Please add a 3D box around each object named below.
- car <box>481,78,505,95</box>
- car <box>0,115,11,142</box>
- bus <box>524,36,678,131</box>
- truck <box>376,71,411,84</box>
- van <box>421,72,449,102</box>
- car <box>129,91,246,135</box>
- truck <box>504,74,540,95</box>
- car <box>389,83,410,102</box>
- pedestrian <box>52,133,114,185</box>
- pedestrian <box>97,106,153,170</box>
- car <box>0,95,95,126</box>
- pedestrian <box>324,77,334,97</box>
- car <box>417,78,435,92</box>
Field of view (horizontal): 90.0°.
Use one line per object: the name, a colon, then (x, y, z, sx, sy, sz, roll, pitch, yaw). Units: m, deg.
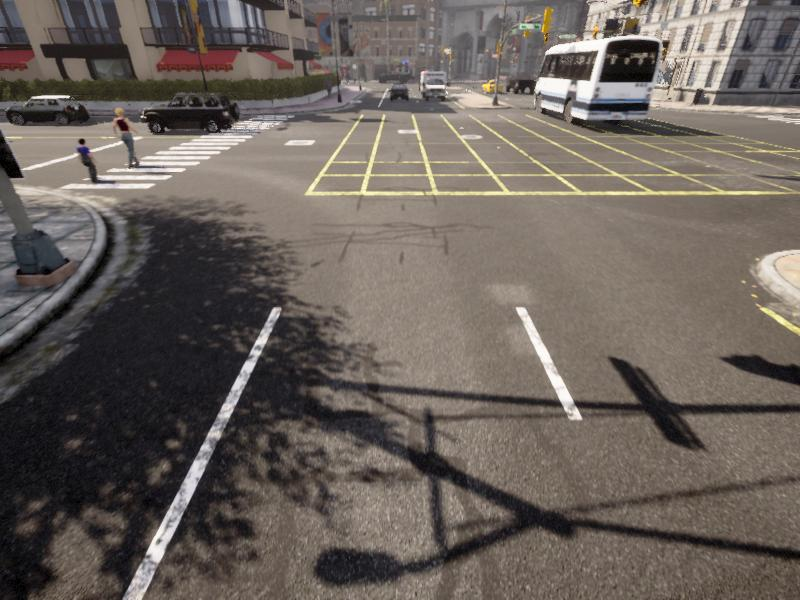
car: (11.434, -26.486, 49.580, 1.801, 1.575, 5.366, 0, 30, 0)
car: (-20.627, -7.595, 17.655, 4.718, 1.301, 1.895, 0, 30, 0)
bus: (11.342, -13.446, 24.701, 3.944, 4.253, 10.273, 0, 30, 0)
truck: (-1.212, -42.426, 76.250, 6.274, 2.098, 2.390, 8, 31, 13)
van: (3.442, -21.812, 40.775, 2.351, 2.431, 6.366, 0, 30, 0)
car: (-10.749, -9.652, 20.583, 4.605, 1.855, 1.932, 0, 30, 0)
truck: (14.934, -26.659, 49.362, 2.390, 2.098, 6.274, 0, 30, 0)
car: (-0.056, -21.131, 40.637, 2.033, 1.411, 5.357, 0, 30, 0)
pedestrian: (-9.171, -4.094, 11.629, 0.751, 1.300, 0.751, 2, 30, 3)
pedestrian: (-9.040, -5.367, 13.247, 0.751, 1.860, 0.751, 2, 30, 4)
car: (-20.883, -11.213, 23.646, 3.806, 1.475, 1.970, 0, 30, 0)
pedestrian: (-7.286, -21.876, 41.097, 0.751, 1.860, 0.751, 0, 30, 0)
car: (3.473, -28.933, 53.825, 2.128, 1.511, 4.902, 0, 30, 0)
